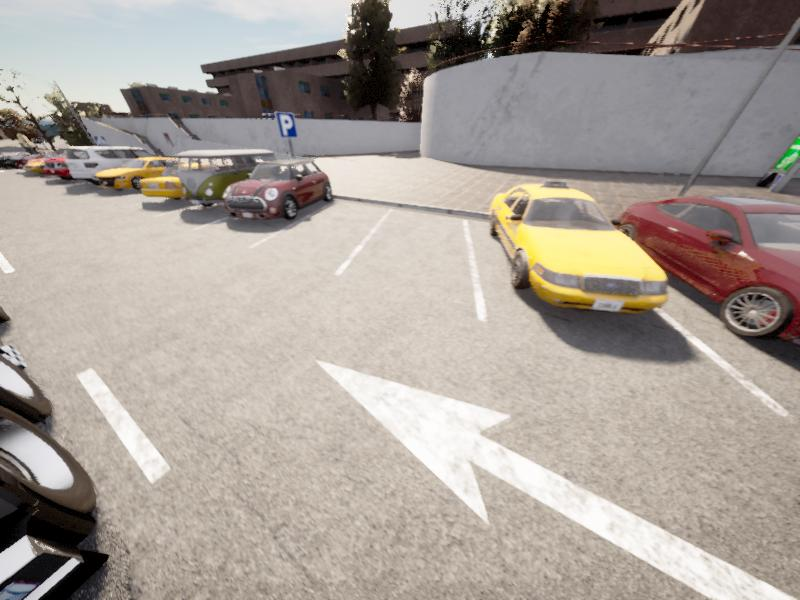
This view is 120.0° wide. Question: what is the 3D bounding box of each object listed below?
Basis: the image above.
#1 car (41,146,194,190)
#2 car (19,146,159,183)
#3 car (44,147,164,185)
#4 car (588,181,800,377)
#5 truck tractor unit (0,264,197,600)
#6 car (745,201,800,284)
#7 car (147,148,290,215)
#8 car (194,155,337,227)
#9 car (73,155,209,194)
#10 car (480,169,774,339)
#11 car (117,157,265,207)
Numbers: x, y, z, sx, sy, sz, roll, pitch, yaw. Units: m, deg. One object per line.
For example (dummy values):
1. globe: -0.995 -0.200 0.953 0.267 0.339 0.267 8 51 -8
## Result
1. car: -17.388 -8.718 14.934 2.435 2.045 5.566 5 34 9
2. car: -22.546 -10.334 17.362 2.435 2.045 5.566 6 34 8
3. car: -19.986 -9.444 16.067 1.878 1.987 4.442 6 34 8
4. car: 5.833 -0.922 4.010 2.002 1.452 4.674 6 35 8
5. truck tractor unit: -5.117 -0.294 0.779 6.516 4.208 3.053 18 39 24
6. car: 8.406 -0.081 2.778 2.002 1.452 4.674 5 35 8
7. car: -7.085 -5.270 9.909 1.878 1.987 4.442 6 35 8
8. car: -4.482 -4.430 8.857 2.185 1.767 4.553 6 35 8
9. car: -14.806 -7.663 13.823 2.097 1.535 5.008 6 35 8
10. car: 3.221 -1.693 5.062 1.946 1.575 5.366 6 35 8
11. car: -9.623 -6.092 11.511 1.946 1.575 5.366 5 35 8
